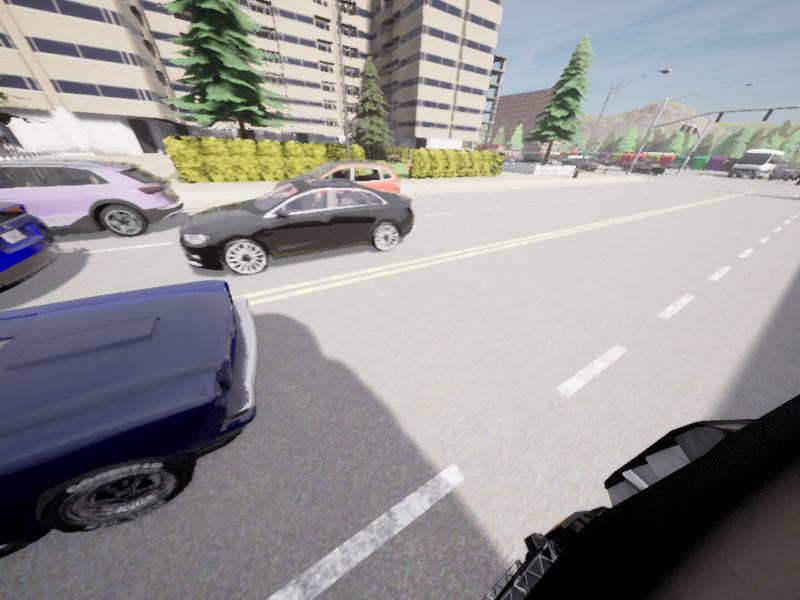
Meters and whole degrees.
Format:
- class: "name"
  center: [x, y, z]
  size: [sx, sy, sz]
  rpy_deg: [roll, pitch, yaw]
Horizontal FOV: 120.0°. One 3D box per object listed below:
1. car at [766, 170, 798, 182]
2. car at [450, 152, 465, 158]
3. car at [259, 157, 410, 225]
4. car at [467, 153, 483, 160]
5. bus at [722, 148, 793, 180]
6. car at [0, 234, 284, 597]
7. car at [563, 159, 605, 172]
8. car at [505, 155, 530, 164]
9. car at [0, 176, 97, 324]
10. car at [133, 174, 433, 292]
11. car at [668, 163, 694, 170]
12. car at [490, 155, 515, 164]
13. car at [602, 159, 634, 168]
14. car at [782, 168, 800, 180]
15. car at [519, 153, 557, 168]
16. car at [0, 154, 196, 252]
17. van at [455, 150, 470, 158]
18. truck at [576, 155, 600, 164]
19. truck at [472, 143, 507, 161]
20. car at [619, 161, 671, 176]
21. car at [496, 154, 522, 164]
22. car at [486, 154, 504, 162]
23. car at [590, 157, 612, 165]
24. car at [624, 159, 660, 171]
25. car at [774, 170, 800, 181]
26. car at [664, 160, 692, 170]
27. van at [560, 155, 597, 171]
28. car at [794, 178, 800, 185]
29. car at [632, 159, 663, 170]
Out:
- class: "car"
  center: [63.678, -20.704, 38.483]
  size: [4.892, 1.490, 1.837]
  rpy_deg: [-15, 38, -25]
- class: "car"
  center: [17.112, -43.258, 68.944]
  size: [1.970, 1.475, 3.806]
  rpy_deg: [-16, 38, -26]
- class: "car"
  center: [-2.218, -4.122, 8.454]
  size: [4.611, 1.667, 2.242]
  rpy_deg: [-16, 38, -26]
- class: "car"
  center: [20.702, -39.711, 63.888]
  size: [1.970, 1.475, 3.806]
  rpy_deg: [-16, 38, -26]
- class: "bus"
  center: [61.963, -23.510, 40.077]
  size: [10.273, 4.253, 3.944]
  rpy_deg: [-15, 38, -25]
- class: "car"
  center: [-3.454, 0.867, 1.205]
  size: [4.718, 1.301, 1.895]
  rpy_deg: [-16, 38, -26]
- class: "car"
  center: [30.486, -22.383, 38.494]
  size: [2.128, 1.511, 4.902]
  rpy_deg: [-16, 38, -26]
- class: "car"
  center: [29.254, -35.094, 57.646]
  size: [2.152, 1.651, 5.027]
  rpy_deg: [-16, 38, -26]
- class: "car"
  center: [-7.452, -0.325, 2.486]
  size: [4.514, 1.525, 2.007]
  rpy_deg: [-16, 38, -26]
- class: "car"
  center: [-1.942, -1.894, 5.272]
  size: [4.902, 1.511, 2.128]
  rpy_deg: [-16, 38, -26]
- class: "car"
  center: [73.507, -35.014, 60.535]
  size: [1.970, 1.475, 3.806]
  rpy_deg: [-16, 38, -26]
- class: "car"
  center: [22.153, -30.587, 50.247]
  size: [1.812, 1.442, 4.674]
  rpy_deg: [-16, 38, -26]
- class: "car"
  center: [53.168, -33.320, 56.445]
  size: [2.033, 1.415, 5.357]
  rpy_deg: [-16, 38, -26]
- class: "car"
  center: [77.609, -24.540, 45.040]
  size: [4.553, 1.767, 2.097]
  rpy_deg: [-15, 38, -25]
- class: "car"
  center: [26.308, -26.746, 44.245]
  size: [2.150, 2.045, 5.566]
  rpy_deg: [-16, 38, -26]
- class: "car"
  center: [-8.302, -2.363, 5.392]
  size: [4.856, 1.649, 2.033]
  rpy_deg: [-16, 38, -26]
- class: "van"
  center: [19.303, -45.210, 71.502]
  size: [1.775, 1.987, 4.442]
  rpy_deg: [-16, 38, -26]
- class: "truck"
  center: [55.160, -41.236, 67.888]
  size: [2.069, 2.038, 4.478]
  rpy_deg: [-16, 38, -26]
- class: "truck"
  center: [24.469, -40.917, 63.779]
  size: [2.891, 3.827, 8.468]
  rpy_deg: [-16, 38, -26]
- class: "car"
  center: [39.332, -21.242, 37.329]
  size: [1.930, 1.638, 5.238]
  rpy_deg: [-14, 37, -23]
- class: "car"
  center: [24.650, -32.037, 52.489]
  size: [2.242, 1.667, 4.611]
  rpy_deg: [-16, 39, -26]
- class: "car"
  center: [24.176, -36.278, 58.994]
  size: [1.970, 1.475, 3.806]
  rpy_deg: [-16, 38, -26]
- class: "car"
  center: [62.238, -43.215, 71.565]
  size: [1.932, 1.855, 4.605]
  rpy_deg: [-16, 38, -26]
- class: "car"
  center: [51.513, -28.954, 49.337]
  size: [1.932, 1.855, 4.605]
  rpy_deg: [-16, 38, -26]
- class: "car"
  center: [70.751, -22.570, 41.875]
  size: [4.902, 1.511, 2.128]
  rpy_deg: [-15, 38, -25]
- class: "car"
  center: [71.007, -34.503, 59.148]
  size: [1.905, 1.878, 3.866]
  rpy_deg: [-16, 38, -26]
- class: "van"
  center: [32.171, -24.807, 41.783]
  size: [2.069, 2.038, 4.480]
  rpy_deg: [-16, 38, -26]
- class: "car"
  center: [57.866, -16.941, 32.263]
  size: [4.856, 1.649, 2.033]
  rpy_deg: [-16, 38, -25]
- class: "car"
  center: [54.044, -29.639, 50.562]
  size: [1.905, 1.878, 3.866]
  rpy_deg: [-16, 38, -26]
